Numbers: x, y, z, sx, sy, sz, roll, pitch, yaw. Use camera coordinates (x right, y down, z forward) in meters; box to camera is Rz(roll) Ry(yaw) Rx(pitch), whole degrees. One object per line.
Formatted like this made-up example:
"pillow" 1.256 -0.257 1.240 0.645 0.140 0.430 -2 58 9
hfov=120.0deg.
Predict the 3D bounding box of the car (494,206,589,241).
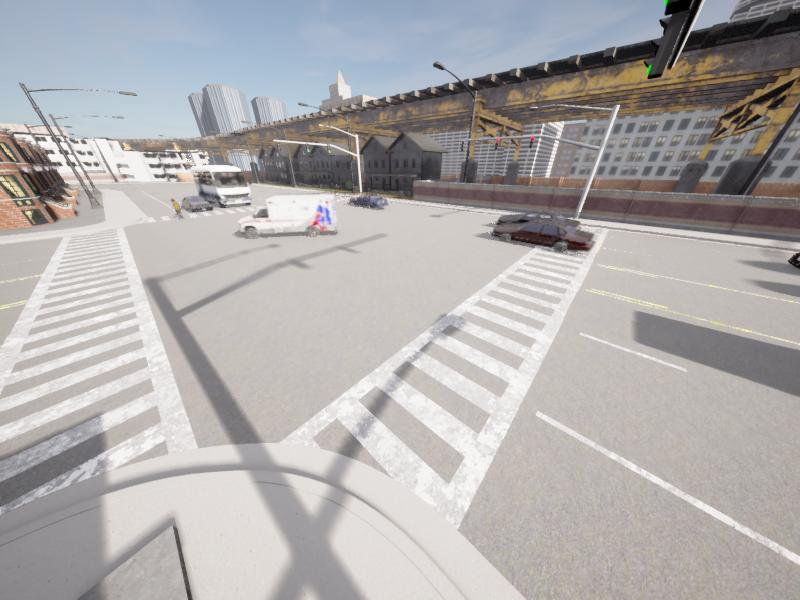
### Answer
"car" 9.979 -5.673 16.734 5.357 1.411 2.033 24 38 35

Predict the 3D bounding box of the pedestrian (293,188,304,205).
"pedestrian" -12.600 -12.943 28.811 0.751 1.860 0.751 -5 30 -9

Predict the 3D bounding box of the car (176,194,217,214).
"car" -22.245 -10.553 25.188 5.357 1.411 2.033 23 37 35

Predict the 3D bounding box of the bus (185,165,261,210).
"bus" -21.858 -14.034 28.369 10.273 4.253 3.944 23 37 35

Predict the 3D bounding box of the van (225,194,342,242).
"van" -7.358 -5.672 15.698 6.366 2.431 2.351 -6 30 -10

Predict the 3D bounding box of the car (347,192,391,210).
"car" -3.745 -11.729 27.225 5.357 1.411 2.033 24 38 35

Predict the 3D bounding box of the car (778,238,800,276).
"car" 19.710 -1.364 9.296 4.181 1.385 1.994 24 38 35

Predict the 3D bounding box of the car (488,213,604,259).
"car" 8.453 -4.011 13.856 5.357 1.411 2.033 24 38 35

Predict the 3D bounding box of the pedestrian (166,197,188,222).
"pedestrian" -19.318 -7.879 20.041 0.751 1.860 0.751 -21 36 -32
